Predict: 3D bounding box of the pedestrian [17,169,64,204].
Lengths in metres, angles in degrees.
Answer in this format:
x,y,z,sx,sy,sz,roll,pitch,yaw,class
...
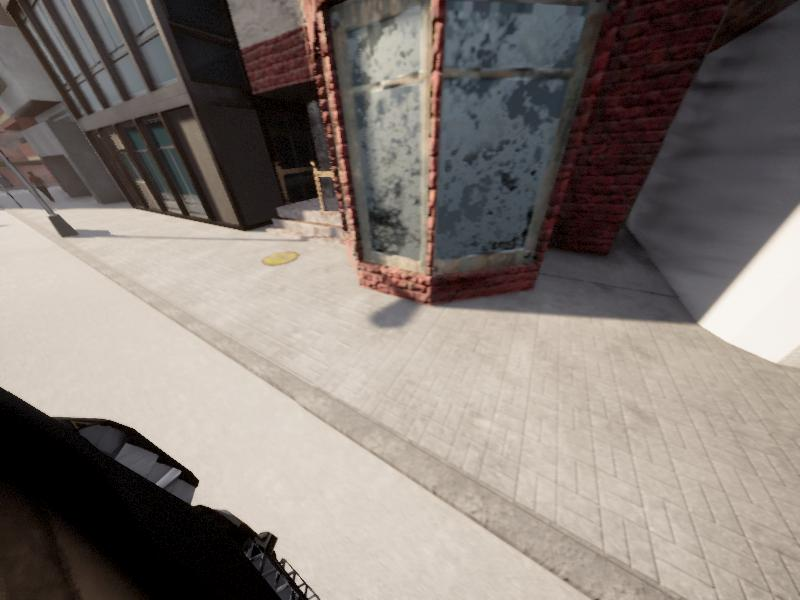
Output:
x,y,z,sx,sy,sz,roll,pitch,yaw,class
-22.116,-7.011,14.265,0.751,1.860,0.751,22,41,33,pedestrian
